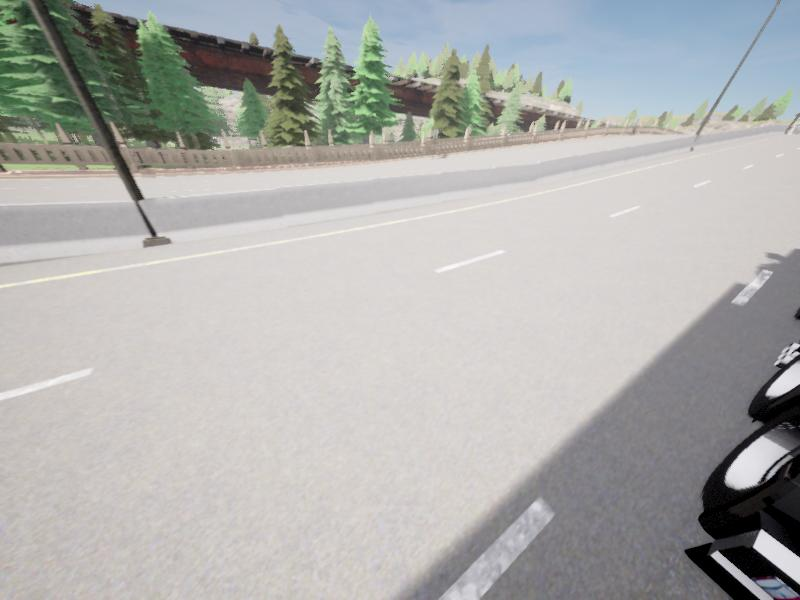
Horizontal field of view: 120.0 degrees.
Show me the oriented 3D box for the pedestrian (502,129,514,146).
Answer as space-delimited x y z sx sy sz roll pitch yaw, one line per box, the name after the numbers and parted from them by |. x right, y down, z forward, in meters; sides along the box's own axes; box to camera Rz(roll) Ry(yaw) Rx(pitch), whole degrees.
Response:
15.064 -22.576 32.137 0.751 1.860 0.751 -15 37 -26 | pedestrian

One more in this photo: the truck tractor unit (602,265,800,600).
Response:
5.096 -0.320 0.760 6.516 4.208 3.053 -19 39 -24 | truck tractor unit
